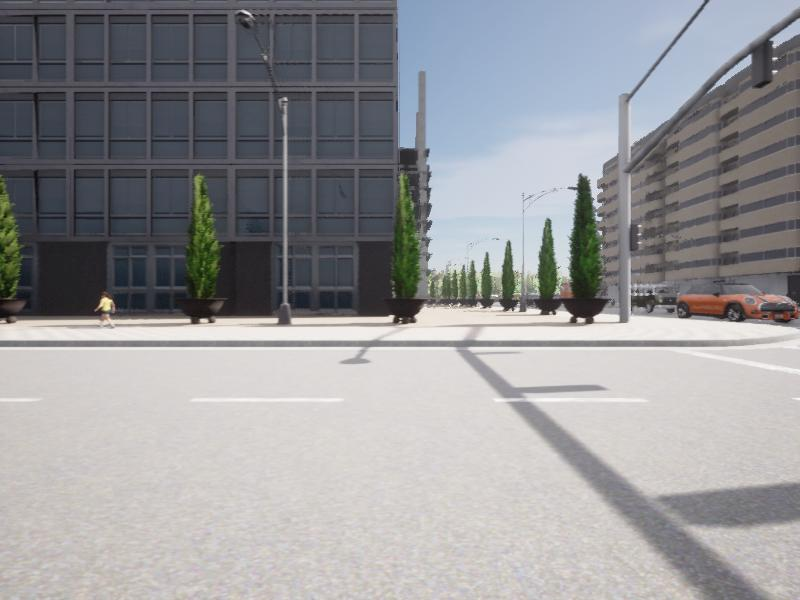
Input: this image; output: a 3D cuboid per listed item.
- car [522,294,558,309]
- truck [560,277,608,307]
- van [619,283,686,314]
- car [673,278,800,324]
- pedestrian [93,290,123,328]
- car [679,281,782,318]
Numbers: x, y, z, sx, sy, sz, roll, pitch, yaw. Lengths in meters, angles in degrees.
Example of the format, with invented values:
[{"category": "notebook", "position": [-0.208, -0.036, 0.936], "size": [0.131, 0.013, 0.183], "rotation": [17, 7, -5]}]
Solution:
[{"category": "car", "position": [14.706, 0.176, 42.385], "size": [2.128, 1.511, 4.902], "rotation": [0, 0, 0]}, {"category": "truck", "position": [25.306, -0.985, 55.596], "size": [2.891, 3.827, 8.468], "rotation": [0, 0, 0]}, {"category": "van", "position": [18.110, -0.091, 28.980], "size": [2.069, 2.038, 4.480], "rotation": [0, 0, 0]}, {"category": "car", "position": [14.510, 0.034, 17.511], "size": [2.097, 1.767, 4.553], "rotation": [0, 0, 1]}, {"category": "pedestrian", "position": [-8.564, 0.268, 11.748], "size": [0.500, 1.100, 0.500], "rotation": [0, 0, -1]}, {"category": "car", "position": [18.060, -0.009, 22.193], "size": [1.932, 1.855, 4.605], "rotation": [0, 0, 0]}]
